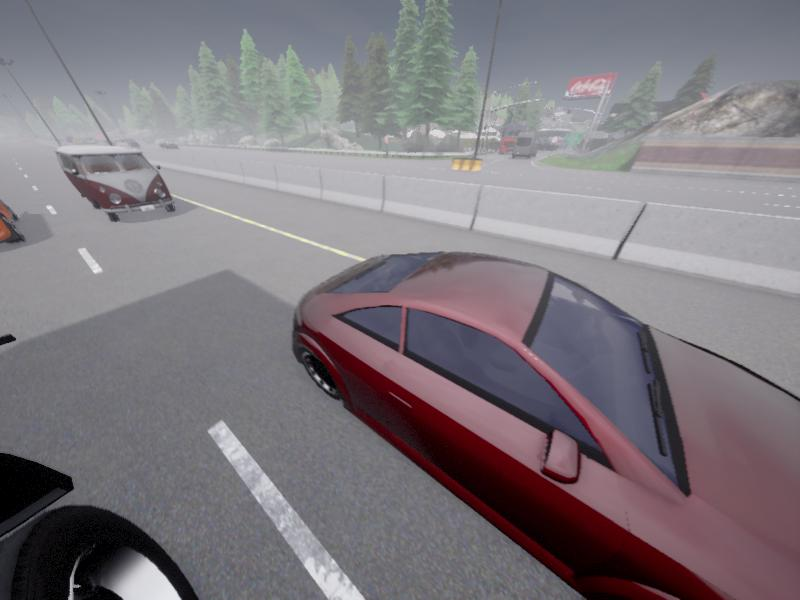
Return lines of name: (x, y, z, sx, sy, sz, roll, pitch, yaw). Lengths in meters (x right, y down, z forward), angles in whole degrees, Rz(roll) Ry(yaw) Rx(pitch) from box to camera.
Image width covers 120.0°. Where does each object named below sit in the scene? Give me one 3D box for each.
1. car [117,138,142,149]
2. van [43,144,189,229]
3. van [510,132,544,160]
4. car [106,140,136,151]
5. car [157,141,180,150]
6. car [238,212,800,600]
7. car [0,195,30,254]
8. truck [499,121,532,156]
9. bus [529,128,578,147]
car: (-57.653, -33.408, 49.235, 4.553, 1.767, 2.097, 22, 41, 28)
van: (-9.634, -4.060, 7.861, 4.442, 1.987, 1.775, 22, 41, 28)
van: (15.513, -18.699, 28.011, 1.988, 2.561, 5.915, 22, 41, 28)
car: (-50.190, -27.835, 41.539, 5.027, 1.651, 2.152, 22, 41, 28)
car: (-46.896, -31.285, 46.742, 4.718, 1.301, 1.895, 22, 41, 28)
car: (0.904, 0.487, 2.037, 4.181, 1.385, 1.994, 23, 41, 28)
car: (-11.425, -2.250, 5.442, 4.553, 1.767, 2.097, 22, 41, 28)
truck: (17.182, -23.826, 34.172, 2.891, 3.827, 8.468, 16, 38, 21)
bus: (43.924, -46.807, 66.624, 10.273, 4.253, 3.944, 3, 35, 4)
